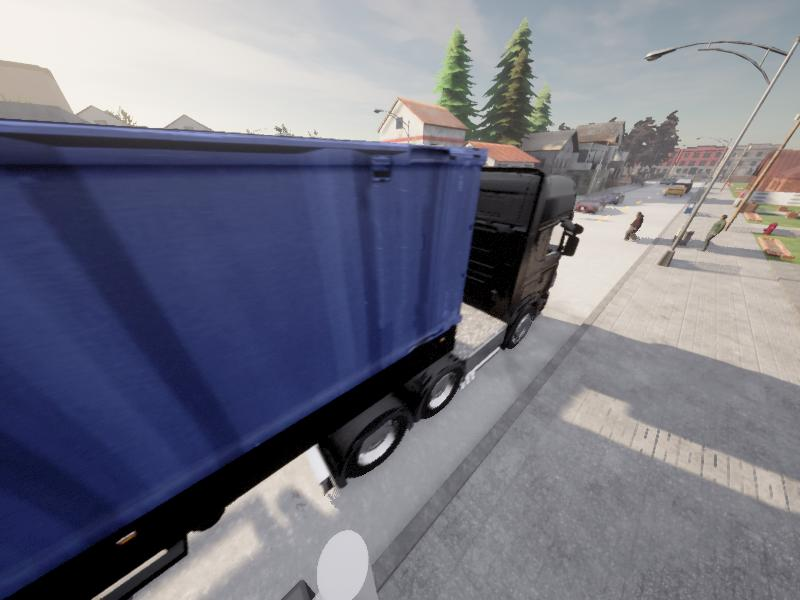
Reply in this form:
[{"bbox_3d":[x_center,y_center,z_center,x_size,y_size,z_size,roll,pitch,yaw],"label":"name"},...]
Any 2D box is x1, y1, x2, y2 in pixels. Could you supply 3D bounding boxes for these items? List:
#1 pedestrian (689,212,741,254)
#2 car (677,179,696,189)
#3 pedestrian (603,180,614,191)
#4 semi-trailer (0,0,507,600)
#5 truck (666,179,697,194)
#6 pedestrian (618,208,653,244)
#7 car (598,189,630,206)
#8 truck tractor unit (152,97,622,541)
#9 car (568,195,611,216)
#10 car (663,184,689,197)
[{"bbox_3d":[16.017,-3.428,11.827,0.751,1.860,0.751,20,35,30],"label":"pedestrian"},{"bbox_3d":[60.421,-24.417,48.690,3.988,1.617,1.851,-22,37,-33],"label":"car"},{"bbox_3d":[37.776,-20.733,41.800,0.751,1.860,0.751,-23,37,-35],"label":"pedestrian"},{"bbox_3d":[-5.348,1.972,0.170,14.254,4.402,2.717,-23,37,-34],"label":"semi-trailer"},{"bbox_3d":[49.349,-19.950,40.461,6.274,2.098,2.390,-23,37,-34],"label":"truck"},{"bbox_3d":[13.928,-4.380,13.684,0.751,1.860,0.751,-24,38,-35],"label":"pedestrian"},{"bbox_3d":[26.153,-12.588,28.280,3.633,1.501,1.845,-23,37,-34],"label":"car"},{"bbox_3d":[0.719,-0.481,4.625,6.516,4.208,3.053,-23,37,-34],"label":"truck tractor unit"},{"bbox_3d":[18.987,-9.513,23.115,4.181,1.385,1.994,-23,37,-34],"label":"car"},{"bbox_3d":[43.629,-17.307,36.445,5.008,1.535,1.882,-23,37,-34],"label":"car"}]
